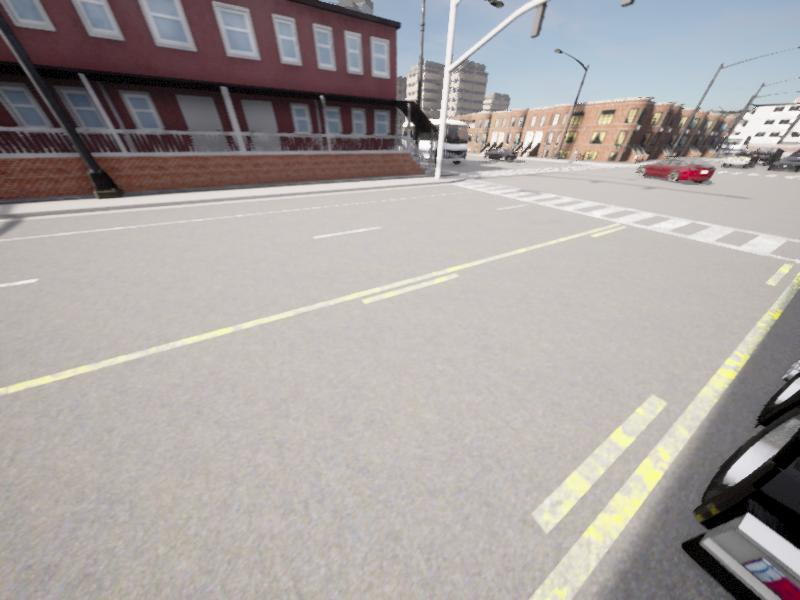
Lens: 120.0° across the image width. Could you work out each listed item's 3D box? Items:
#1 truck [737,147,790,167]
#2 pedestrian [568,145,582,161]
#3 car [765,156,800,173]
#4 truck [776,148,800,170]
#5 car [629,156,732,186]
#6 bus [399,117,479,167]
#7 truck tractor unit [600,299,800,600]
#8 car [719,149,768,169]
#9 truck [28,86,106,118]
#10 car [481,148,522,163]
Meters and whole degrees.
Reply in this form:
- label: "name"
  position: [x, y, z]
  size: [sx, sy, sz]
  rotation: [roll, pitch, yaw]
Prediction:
- label: "truck"
  position: [49.488, -19.537, 31.457]
  size: [6.274, 2.098, 2.390]
  rotation: [-17, 39, -24]
- label: "pedestrian"
  position: [24.482, -20.556, 32.323]
  size: [0.751, 1.860, 0.751]
  rotation: [-22, 41, -29]
- label: "car"
  position: [42.608, -14.872, 25.222]
  size: [4.181, 1.385, 1.994]
  rotation: [-17, 38, -24]
- label: "truck"
  position: [49.412, -17.240, 28.137]
  size: [6.274, 2.098, 2.390]
  rotation: [-17, 39, -24]
- label: "car"
  position: [20.568, -9.833, 17.397]
  size: [2.163, 1.488, 4.792]
  rotation: [3, 35, 3]
- label: "bus"
  position: [4.115, -19.345, 28.371]
  size: [3.944, 4.253, 10.273]
  rotation: [-17, 38, -24]
- label: "truck tractor unit"
  position: [5.160, -0.242, 0.794]
  size: [6.516, 4.208, 3.053]
  rotation: [-15, 35, -23]
- label: "car"
  position: [41.098, -16.896, 27.668]
  size: [4.605, 1.855, 1.932]
  rotation: [-17, 38, -24]
- label: "truck"
  position: [-52.581, -31.360, 36.817]
  size: [6.274, 2.098, 2.390]
  rotation: [-6, 34, -31]
- label: "car"
  position: [13.956, -20.120, 32.095]
  size: [2.128, 1.511, 4.902]
  rotation: [-16, 38, -23]
